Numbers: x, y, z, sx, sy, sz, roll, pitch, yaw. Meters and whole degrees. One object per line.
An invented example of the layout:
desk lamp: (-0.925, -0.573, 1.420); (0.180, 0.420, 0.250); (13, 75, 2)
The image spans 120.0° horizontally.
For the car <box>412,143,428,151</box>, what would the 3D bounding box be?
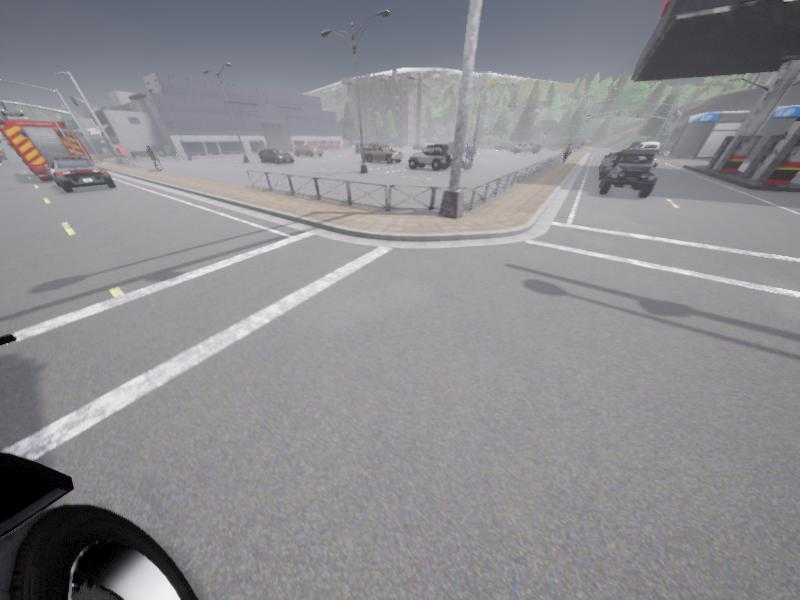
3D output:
car: (5.107, -39.501, 59.644); (3.633, 1.501, 1.845); (21, 40, 28)

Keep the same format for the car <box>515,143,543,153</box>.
car: (26.447, -31.148, 47.291); (4.514, 1.523, 2.007); (21, 40, 28)

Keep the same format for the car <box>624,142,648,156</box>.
car: (39.153, -25.191, 38.490); (1.905, 1.878, 3.866); (22, 41, 29)

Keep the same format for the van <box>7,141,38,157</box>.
van: (-73.664, -29.533, 45.064); (5.915, 2.561, 1.988); (22, 40, 28)

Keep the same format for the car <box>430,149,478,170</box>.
car: (5.103, -13.533, 22.141); (3.806, 1.475, 1.970); (21, 40, 28)

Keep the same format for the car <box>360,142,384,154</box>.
car: (-5.657, -31.044, 47.072); (4.605, 1.855, 1.932); (21, 40, 28)

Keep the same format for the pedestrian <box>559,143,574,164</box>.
pedestrian: (17.873, -15.744, 24.806); (0.751, 1.860, 0.751); (21, 40, 28)

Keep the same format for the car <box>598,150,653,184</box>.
car: (15.692, -9.543, 16.394); (2.033, 1.649, 4.856); (22, 40, 29)

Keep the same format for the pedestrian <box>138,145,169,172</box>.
pedestrian: (-19.969, -11.512, 18.781); (0.751, 1.860, 0.751); (-3, 35, -4)

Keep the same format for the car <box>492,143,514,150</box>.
car: (28.441, -42.461, 63.895); (4.792, 1.488, 2.163); (21, 40, 28)

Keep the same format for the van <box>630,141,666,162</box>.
van: (31.365, -18.951, 29.437); (2.069, 2.038, 4.480); (22, 40, 29)

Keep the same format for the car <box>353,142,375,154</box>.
car: (-6.984, -29.563, 44.913); (3.866, 1.878, 1.905); (21, 40, 28)

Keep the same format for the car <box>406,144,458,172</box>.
car: (2.696, -12.402, 20.037); (3.866, 1.878, 1.905); (21, 40, 28)

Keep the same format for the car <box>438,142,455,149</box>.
car: (14.353, -48.044, 71.761); (4.605, 1.855, 1.932); (21, 40, 28)

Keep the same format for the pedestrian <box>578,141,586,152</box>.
pedestrian: (36.702, -30.980, 46.587); (0.751, 1.860, 0.751); (21, 40, 28)

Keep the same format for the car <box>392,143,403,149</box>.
car: (-0.778, -51.856, 77.747); (1.816, 1.474, 4.193); (21, 40, 28)

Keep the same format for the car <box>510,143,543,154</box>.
car: (24.692, -29.665, 45.154); (5.027, 1.636, 2.152); (21, 40, 28)

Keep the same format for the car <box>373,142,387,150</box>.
car: (-5.801, -44.422, 66.734); (1.905, 1.878, 3.866); (21, 40, 28)

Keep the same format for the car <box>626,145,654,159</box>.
car: (35.057, -21.727, 33.853); (2.007, 1.525, 4.514); (22, 40, 29)

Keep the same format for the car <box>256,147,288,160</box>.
car: (-17.727, -20.307, 31.947); (3.806, 1.475, 1.970); (21, 40, 28)

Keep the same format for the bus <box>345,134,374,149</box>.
bus: (-14.740, -57.883, 84.190); (10.273, 4.253, 3.944); (21, 40, 28)

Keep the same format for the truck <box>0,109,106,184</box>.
truck: (-25.871, -11.148, 16.906); (8.468, 3.827, 2.891); (22, 40, 28)

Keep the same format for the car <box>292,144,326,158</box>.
car: (-14.315, -23.490, 36.365); (5.027, 1.636, 2.152); (21, 40, 28)

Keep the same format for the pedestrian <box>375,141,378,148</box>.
pedestrian: (-7.749, -51.070, 76.049); (0.751, 1.860, 0.751); (1, 35, 2)

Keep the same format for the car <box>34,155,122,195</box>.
car: (-18.574, -7.319, 13.312); (4.974, 1.542, 2.038); (22, 40, 28)

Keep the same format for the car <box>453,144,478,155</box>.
car: (11.615, -26.582, 40.830); (3.633, 1.501, 1.845); (21, 40, 28)

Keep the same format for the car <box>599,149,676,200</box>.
car: (11.961, -6.633, 12.005); (1.905, 1.878, 3.866); (22, 40, 29)

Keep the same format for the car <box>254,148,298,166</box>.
car: (-14.049, -16.262, 26.183); (4.514, 1.523, 2.007); (21, 40, 28)

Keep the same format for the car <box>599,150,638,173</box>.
car: (19.345, -12.439, 20.666); (1.970, 1.475, 3.806); (22, 40, 29)

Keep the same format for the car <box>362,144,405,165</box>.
car: (-1.869, -16.463, 25.985); (4.605, 1.855, 1.932); (21, 40, 28)

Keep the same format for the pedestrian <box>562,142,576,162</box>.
pedestrian: (19.968, -17.473, 27.278); (0.751, 1.860, 0.751); (22, 40, 28)

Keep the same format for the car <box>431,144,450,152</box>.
car: (9.481, -35.702, 54.131); (3.806, 1.475, 1.970); (21, 40, 28)

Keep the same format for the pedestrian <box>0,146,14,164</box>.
pedestrian: (-50.521, -18.339, 29.242); (0.751, 1.860, 0.751); (-27, 43, -33)

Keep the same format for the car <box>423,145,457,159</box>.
car: (5.854, -21.920, 34.127); (4.514, 1.523, 2.007); (21, 40, 28)

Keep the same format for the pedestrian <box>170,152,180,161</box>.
pedestrian: (-30.805, -19.644, 31.615); (0.500, 1.100, 0.500); (21, 40, 28)
